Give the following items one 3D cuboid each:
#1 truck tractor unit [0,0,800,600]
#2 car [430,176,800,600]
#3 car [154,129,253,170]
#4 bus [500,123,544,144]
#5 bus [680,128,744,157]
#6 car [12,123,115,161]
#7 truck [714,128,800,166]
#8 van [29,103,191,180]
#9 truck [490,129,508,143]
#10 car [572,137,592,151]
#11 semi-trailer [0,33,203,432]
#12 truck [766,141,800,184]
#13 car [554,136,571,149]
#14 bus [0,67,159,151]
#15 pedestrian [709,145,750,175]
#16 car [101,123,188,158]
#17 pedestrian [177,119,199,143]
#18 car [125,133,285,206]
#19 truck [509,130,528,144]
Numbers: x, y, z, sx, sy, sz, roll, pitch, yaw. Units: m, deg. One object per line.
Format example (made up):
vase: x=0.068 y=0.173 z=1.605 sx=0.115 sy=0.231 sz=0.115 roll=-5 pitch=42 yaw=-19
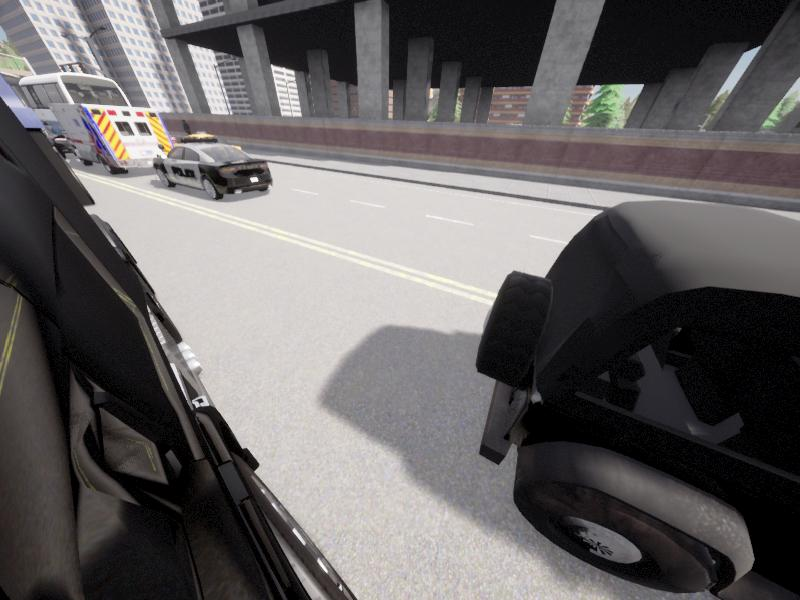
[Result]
truck tractor unit: x=-2.645 y=-0.295 z=0.351 sx=6.516 sy=4.208 sz=3.053 roll=28 pitch=44 yaw=30
car: x=2.425 y=0.735 z=1.235 sx=3.866 sy=1.878 sz=1.905 roll=20 pitch=40 yaw=21
car: x=-11.396 y=-8.847 z=13.445 sx=5.366 sy=1.575 sz=1.801 roll=20 pitch=40 yaw=21
bus: x=35.116 y=-48.137 z=66.728 sx=10.273 sy=4.253 sz=3.944 roll=20 pitch=40 yaw=22
bus: x=62.952 y=-32.304 z=47.207 sx=3.944 sy=4.253 sz=10.273 roll=23 pitch=41 yaw=25
car: x=-20.214 y=-9.580 z=13.926 sx=4.902 sy=1.511 sz=2.128 roll=20 pitch=40 yaw=21
truck: x=48.824 y=-21.140 z=31.738 sx=2.891 sy=3.827 sz=8.468 roll=20 pitch=40 yaw=21
van: x=-13.525 y=-7.566 z=10.888 sx=6.366 sy=2.431 sz=2.351 roll=20 pitch=40 yaw=21
truck: x=23.505 y=-38.792 z=54.718 sx=2.615 sy=2.467 sz=5.204 roll=20 pitch=40 yaw=21
car: x=31.946 y=-27.599 z=40.706 sx=1.905 sy=1.878 sz=3.866 roll=20 pitch=40 yaw=21
semi-trailer: x=-8.778 y=-3.549 z=4.149 sx=14.254 sy=4.402 sz=2.717 roll=27 pitch=43 yaw=29
truck: x=30.282 y=-9.471 z=16.079 sx=2.627 sy=2.467 sz=5.204 roll=20 pitch=40 yaw=21
car: x=29.369 y=-28.524 z=41.781 sx=1.905 sy=1.878 sz=3.866 roll=20 pitch=40 yaw=21
bus: x=-25.392 y=-14.849 z=18.359 sx=10.273 sy=4.253 sz=3.944 roll=20 pitch=40 yaw=21
pedestrian: x=24.490 y=-10.440 z=17.230 sx=0.751 sy=1.860 sz=0.751 roll=20 pitch=40 yaw=21
car: x=-17.606 y=-11.101 z=15.993 sx=4.611 sy=1.667 sz=2.242 roll=20 pitch=40 yaw=21
pedestrian: x=-20.989 y=-16.737 z=22.868 sx=0.751 sy=1.860 sz=0.751 roll=21 pitch=40 yaw=23
car: x=-7.058 y=-4.937 z=8.435 sx=5.238 sy=1.638 sz=1.930 roll=20 pitch=40 yaw=21
truck: x=27.282 y=-37.436 z=53.142 sx=2.615 sy=2.467 sz=5.204 roll=20 pitch=40 yaw=21
